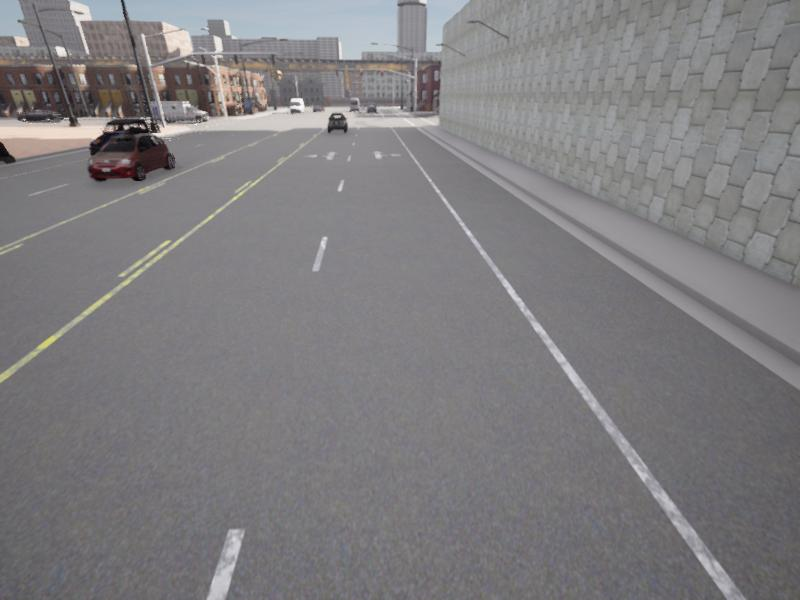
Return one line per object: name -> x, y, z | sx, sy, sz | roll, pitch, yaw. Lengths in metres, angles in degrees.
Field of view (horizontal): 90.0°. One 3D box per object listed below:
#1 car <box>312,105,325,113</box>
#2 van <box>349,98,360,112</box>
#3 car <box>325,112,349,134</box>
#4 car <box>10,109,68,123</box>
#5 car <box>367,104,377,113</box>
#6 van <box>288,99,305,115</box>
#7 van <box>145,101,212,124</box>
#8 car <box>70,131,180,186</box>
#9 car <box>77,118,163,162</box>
car -> -16.057, -37.590, 78.761 | 1.994, 1.385, 4.181 | -2, 27, -4
van -> -9.610, -41.743, 85.597 | 1.988, 2.561, 5.915 | -2, 27, -3
car -> -5.771, -16.505, 37.219 | 1.851, 1.617, 3.988 | -2, 27, -4
car -> -45.484, -23.205, 50.487 | 4.902, 1.511, 2.128 | -2, 27, -4
car -> -5.621, -38.199, 79.857 | 1.812, 1.442, 4.674 | -2, 27, -4
van -> -19.283, -36.217, 74.791 | 1.988, 2.561, 5.915 | -2, 27, -4
van -> -26.657, -22.659, 48.389 | 6.366, 2.431, 2.351 | -2, 27, -4
car -> -11.138, -5.992, 16.650 | 1.851, 1.617, 3.988 | -2, 27, -3
car -> -15.073, -8.815, 21.867 | 1.905, 1.878, 3.866 | -2, 27, -4
